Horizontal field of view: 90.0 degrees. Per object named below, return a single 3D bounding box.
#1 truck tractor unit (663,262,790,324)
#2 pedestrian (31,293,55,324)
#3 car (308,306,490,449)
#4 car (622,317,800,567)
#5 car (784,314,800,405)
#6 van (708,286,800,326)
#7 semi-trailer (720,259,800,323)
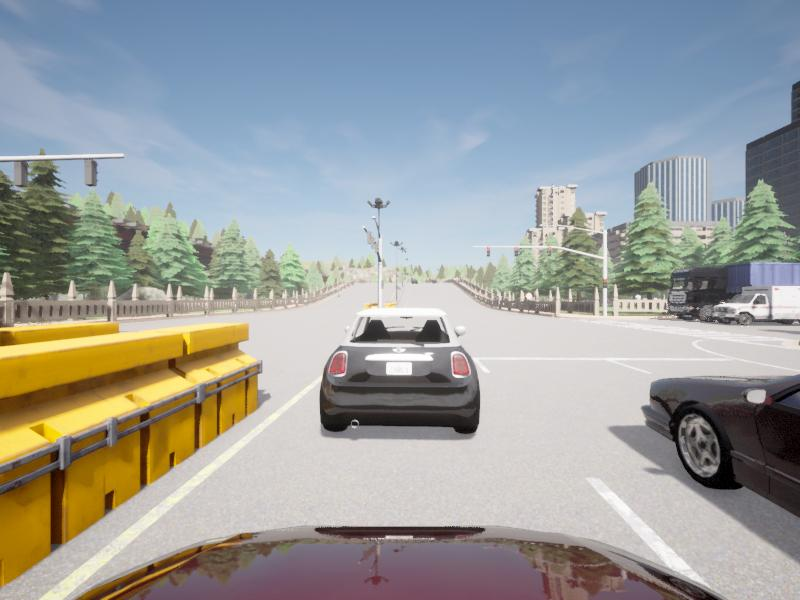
[{"bbox_3d":[23.263,-0.524,28.804,6.516,4.208,3.053,0,0,2],"label":"truck tractor unit"},{"bbox_3d":[-21.553,0.485,24.154,0.751,1.860,0.751,0,0,4],"label":"pedestrian"},{"bbox_3d":[0.069,0.853,6.213,1.970,1.475,3.806,0,0,3],"label":"car"},{"bbox_3d":[3.389,0.894,1.761,2.033,1.411,5.357,0,0,2],"label":"car"},{"bbox_3d":[6.991,0.907,4.212,1.994,1.385,4.181,0,0,2],"label":"car"},{"bbox_3d":[23.598,0.378,25.299,6.366,2.431,2.351,0,0,2],"label":"van"},{"bbox_3d":[31.172,-0.619,28.521,14.254,4.402,2.717,0,0,2],"label":"semi-trailer"}]
